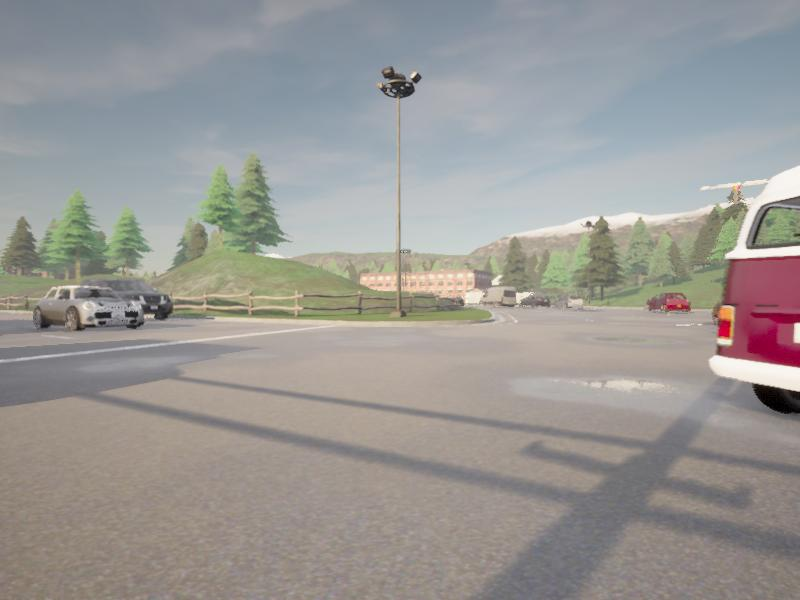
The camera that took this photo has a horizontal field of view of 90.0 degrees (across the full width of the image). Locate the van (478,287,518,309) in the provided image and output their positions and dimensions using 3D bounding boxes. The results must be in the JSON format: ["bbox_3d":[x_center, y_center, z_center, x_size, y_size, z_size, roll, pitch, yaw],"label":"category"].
[{"bbox_3d":[12.193,-0.263,50.298,1.988,2.561,5.915,2,-1,-17],"label":"van"}]

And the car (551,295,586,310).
[{"bbox_3d":[17.274,0.235,41.264,1.845,1.501,3.633,1,0,-5],"label":"car"}]

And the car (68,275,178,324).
[{"bbox_3d":[-13.351,-0.017,19.190,5.566,2.045,2.150,0,0,30],"label":"car"}]

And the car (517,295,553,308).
[{"bbox_3d":[18.229,0.170,54.142,2.242,1.667,4.611,0,0,-19],"label":"car"}]

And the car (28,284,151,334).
[{"bbox_3d":[-10.521,0.265,13.544,3.806,1.475,1.970,0,0,30],"label":"car"}]

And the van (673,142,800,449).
[{"bbox_3d":[4.845,-0.029,3.115,4.480,2.038,2.069,0,1,-16],"label":"van"}]
